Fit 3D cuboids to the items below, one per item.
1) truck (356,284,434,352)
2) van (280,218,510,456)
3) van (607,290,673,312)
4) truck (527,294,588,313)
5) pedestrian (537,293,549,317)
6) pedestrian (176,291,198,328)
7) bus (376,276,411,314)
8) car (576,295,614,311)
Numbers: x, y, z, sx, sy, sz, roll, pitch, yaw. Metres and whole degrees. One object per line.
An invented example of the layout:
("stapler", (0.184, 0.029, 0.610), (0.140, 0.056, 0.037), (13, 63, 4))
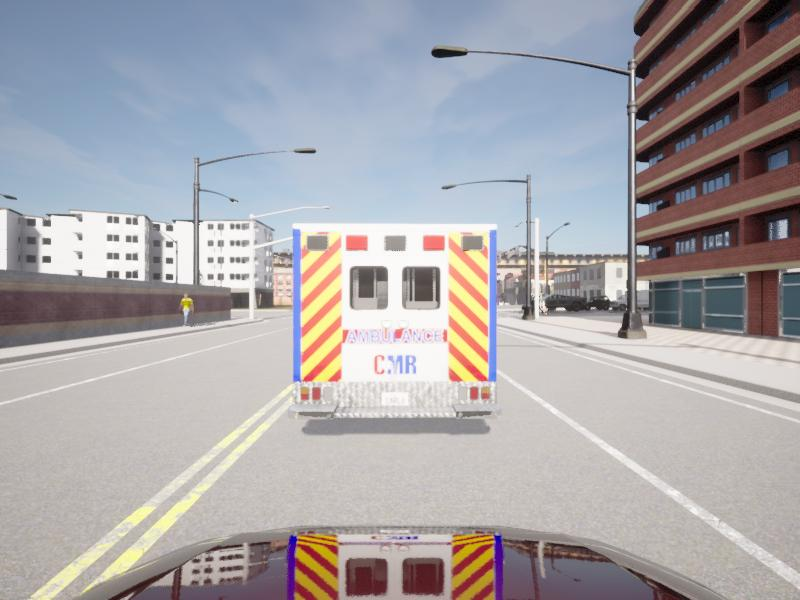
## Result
("truck", (-0.191, 0.542, 15.509), (2.390, 2.098, 6.274), (0, 0, -1))
("van", (-0.088, 0.378, 7.271), (2.351, 2.431, 6.366), (0, 0, -1))
("van", (28.362, 0.074, 47.475), (6.366, 2.431, 2.351), (-1, 0, 0))
("truck", (18.633, 0.385, 47.550), (6.274, 2.098, 2.390), (-1, 0, 0))
("pedestrian", (11.301, 0.418, 31.655), (0.751, 1.860, 0.751), (0, 0, 7))
("pedestrian", (-10.986, 0.487, 20.690), (0.751, 1.860, 0.751), (0, 0, -1))
("bus", (-0.753, -0.563, 49.989), (3.944, 4.253, 10.273), (0, 0, -1))
("car", (24.797, 0.402, 51.002), (3.866, 1.878, 1.905), (-1, 0, 0))
